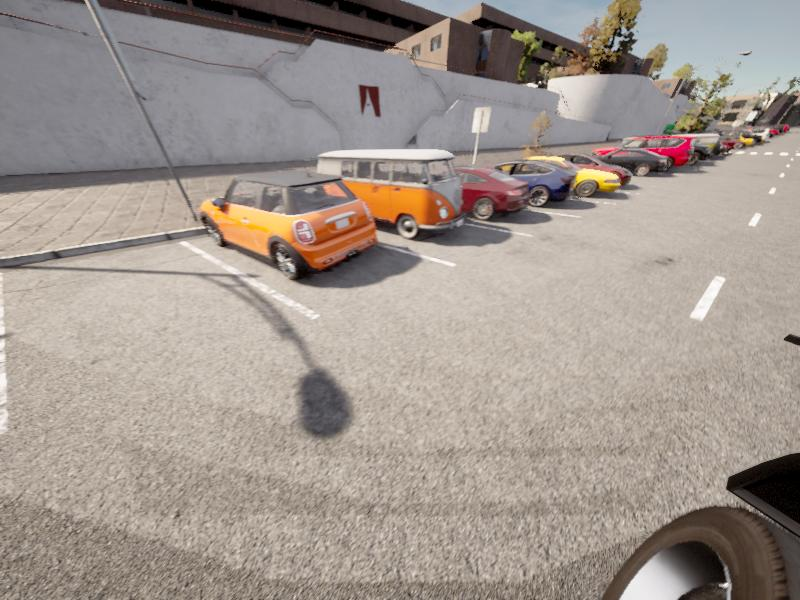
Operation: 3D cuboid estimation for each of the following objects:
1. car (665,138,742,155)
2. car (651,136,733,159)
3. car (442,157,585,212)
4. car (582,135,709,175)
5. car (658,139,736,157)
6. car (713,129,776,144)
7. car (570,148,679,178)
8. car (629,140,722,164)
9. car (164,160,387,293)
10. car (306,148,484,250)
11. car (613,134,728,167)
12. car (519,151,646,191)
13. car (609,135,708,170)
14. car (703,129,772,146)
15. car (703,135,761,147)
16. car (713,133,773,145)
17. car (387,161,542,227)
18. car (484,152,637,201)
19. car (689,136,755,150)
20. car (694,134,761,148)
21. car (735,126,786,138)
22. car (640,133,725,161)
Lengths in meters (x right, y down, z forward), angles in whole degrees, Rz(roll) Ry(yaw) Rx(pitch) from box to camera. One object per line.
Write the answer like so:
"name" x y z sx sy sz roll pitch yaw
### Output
"car" 33.854 -17.312 26.060 4.792 1.488 2.163 21 41 29
"car" 28.947 -15.366 23.223 4.553 1.767 2.185 21 41 29
"car" 4.462 -4.994 9.628 4.792 1.488 2.163 21 41 29
"car" 16.679 -10.331 16.342 5.566 2.045 2.435 21 41 29
"car" 31.370 -16.269 24.697 4.674 1.452 2.002 21 41 29
"car" 60.841 -29.034 41.012 5.566 2.045 2.435 21 41 29
"car" 14.269 -9.057 15.124 4.674 1.452 2.002 21 41 29
"car" 24.044 -13.208 20.574 4.892 1.521 2.231 21 41 29
"car" -2.823 -2.087 5.352 4.553 1.767 2.185 21 41 29
"car" -0.300 -3.148 6.651 4.442 1.987 1.878 21 40 29
"car" 21.618 -12.380 19.056 5.566 2.045 2.435 21 41 29
"car" 9.404 -7.011 12.361 4.792 1.488 2.163 21 40 29
"car" 19.248 -11.300 17.661 4.442 1.987 1.878 21 41 29
"car" 53.518 -25.857 36.897 5.566 2.045 2.435 21 41 29
"car" 51.035 -24.584 35.706 4.674 1.452 2.002 21 41 29
"car" 58.565 -27.709 39.694 5.366 1.575 1.946 21 41 29
"car" 2.046 -3.967 8.233 4.674 1.452 2.002 21 41 29
"car" 7.089 -5.974 10.892 5.366 1.575 1.946 21 40 29
"car" 43.685 -21.462 31.562 4.792 1.488 2.163 21 41 29
"car" 48.422 -23.629 34.390 5.366 1.575 1.946 21 41 29
"car" 80.550 -37.591 51.800 5.566 2.045 2.435 21 41 29
"car" 26.380 -14.462 21.868 4.442 1.987 1.878 21 41 29
